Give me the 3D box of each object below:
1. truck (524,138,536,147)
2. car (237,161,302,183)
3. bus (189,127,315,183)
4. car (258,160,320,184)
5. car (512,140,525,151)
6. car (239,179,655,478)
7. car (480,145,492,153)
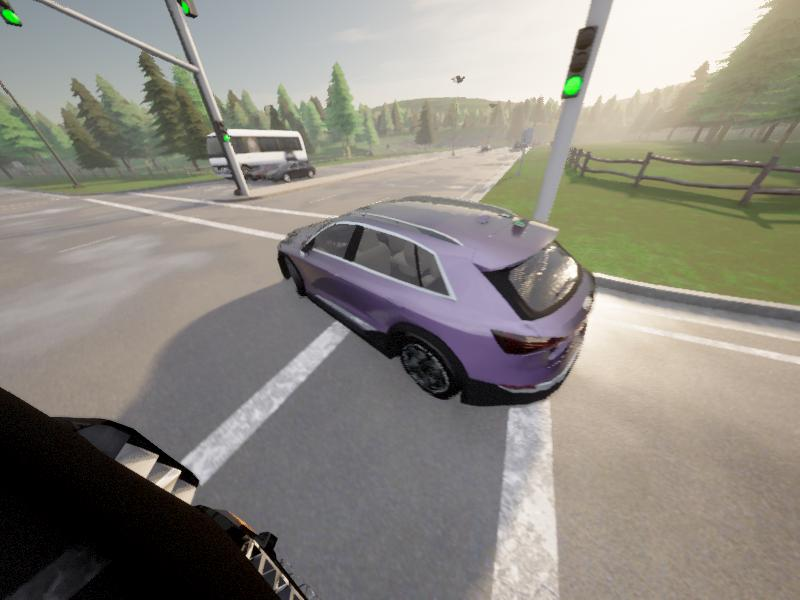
[{"bbox_3d":[48.787,-58.888,86.389,2.627,2.467,5.204,18,39,29],"label":"truck"},{"bbox_3d":[-12.746,-12.804,22.985,2.033,1.411,5.357,13,37,23],"label":"car"},{"bbox_3d":[-14.935,-15.766,25.033,3.944,4.253,10.273,13,37,23],"label":"bus"},{"bbox_3d":[-9.903,-11.763,21.099,1.837,1.490,4.892,13,37,23],"label":"car"},{"bbox_3d":[30.639,-39.780,59.495,2.150,2.045,5.566,14,37,24],"label":"car"},{"bbox_3d":[-0.137,-0.588,3.383,4.856,1.649,2.033,27,45,37],"label":"car"},{"bbox_3d":[21.711,-38.101,58.171,1.837,1.490,4.892,14,37,24],"label":"car"}]
